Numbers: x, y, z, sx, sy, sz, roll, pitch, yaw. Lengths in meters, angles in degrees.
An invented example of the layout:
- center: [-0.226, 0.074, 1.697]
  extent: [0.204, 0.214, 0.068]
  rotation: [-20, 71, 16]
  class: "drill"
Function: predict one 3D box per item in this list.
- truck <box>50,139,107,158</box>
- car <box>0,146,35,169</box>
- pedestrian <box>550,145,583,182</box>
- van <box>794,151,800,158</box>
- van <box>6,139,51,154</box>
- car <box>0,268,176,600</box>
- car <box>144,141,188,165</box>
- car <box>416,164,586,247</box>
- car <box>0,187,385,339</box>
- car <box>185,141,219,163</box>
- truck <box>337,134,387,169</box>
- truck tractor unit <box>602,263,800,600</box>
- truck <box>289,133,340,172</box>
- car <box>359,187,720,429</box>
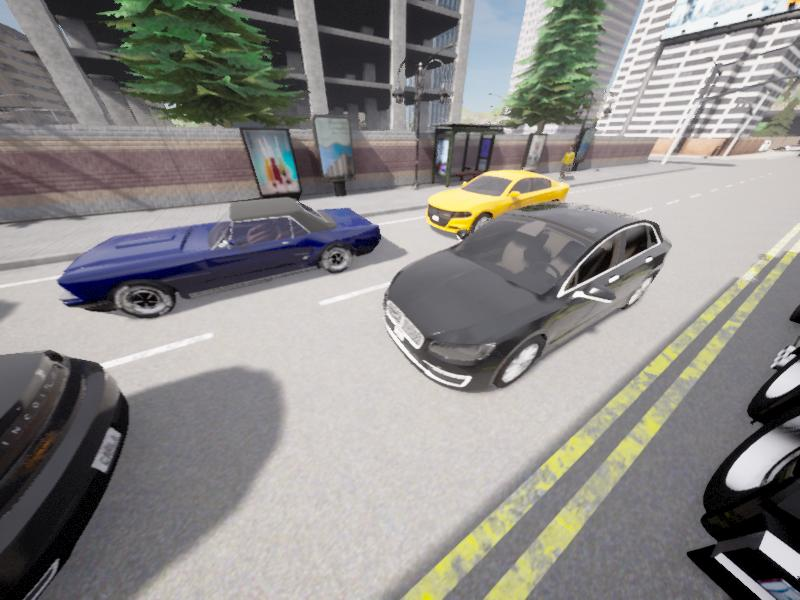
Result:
- center: [-45.429, -21.686, 32.905]
  extent: [2.390, 2.098, 6.274]
  rotation: [-18, 39, -25]
  class: "truck"
- center: [-36.755, -12.977, 20.953]
  extent: [1.882, 1.535, 5.008]
  rotation: [-18, 39, -25]
  class: "car"
- center: [9.988, -8.213, 13.903]
  extent: [0.751, 1.860, 0.751]
  rotation: [-16, 38, -22]
  class: "pedestrian"
- center: [67.911, -24.811, 37.745]
  extent: [5.915, 2.561, 1.988]
  rotation: [-18, 39, -24]
  class: "van"
- center: [-61.537, -25.516, 38.400]
  extent: [1.775, 1.987, 4.442]
  rotation: [-18, 39, -25]
  class: "van"
- center: [-4.141, 1.525, 0.475]
  extent: [4.892, 1.490, 1.837]
  rotation: [-18, 39, -24]
  class: "car"
- center: [-23.338, -14.906, 23.259]
  extent: [1.905, 1.878, 3.866]
  rotation: [-18, 39, -24]
  class: "car"
- center: [3.152, -3.191, 7.247]
  extent: [5.008, 1.535, 1.882]
  rotation: [-18, 39, -24]
  class: "car"
- center: [-2.852, -1.128, 4.463]
  extent: [4.718, 1.301, 1.895]
  rotation: [-18, 39, -24]
  class: "car"
- center: [-20.793, -15.742, 24.473]
  extent: [1.905, 1.878, 3.866]
  rotation: [-18, 39, -24]
  class: "car"
- center: [-3.624, -13.897, 21.474]
  extent: [2.615, 2.467, 5.204]
  rotation: [-18, 39, -24]
  class: "truck"
- center: [5.114, -0.295, 0.795]
  extent: [6.516, 4.208, 3.053]
  rotation: [-18, 39, -24]
  class: "truck tractor unit"
- center: [-7.354, -12.672, 19.694]
  extent: [2.615, 2.467, 5.204]
  rotation: [-18, 39, -24]
  class: "truck"
- center: [2.101, -0.519, 3.446]
  extent: [4.892, 1.490, 1.837]
  rotation: [-18, 39, -24]
  class: "car"
